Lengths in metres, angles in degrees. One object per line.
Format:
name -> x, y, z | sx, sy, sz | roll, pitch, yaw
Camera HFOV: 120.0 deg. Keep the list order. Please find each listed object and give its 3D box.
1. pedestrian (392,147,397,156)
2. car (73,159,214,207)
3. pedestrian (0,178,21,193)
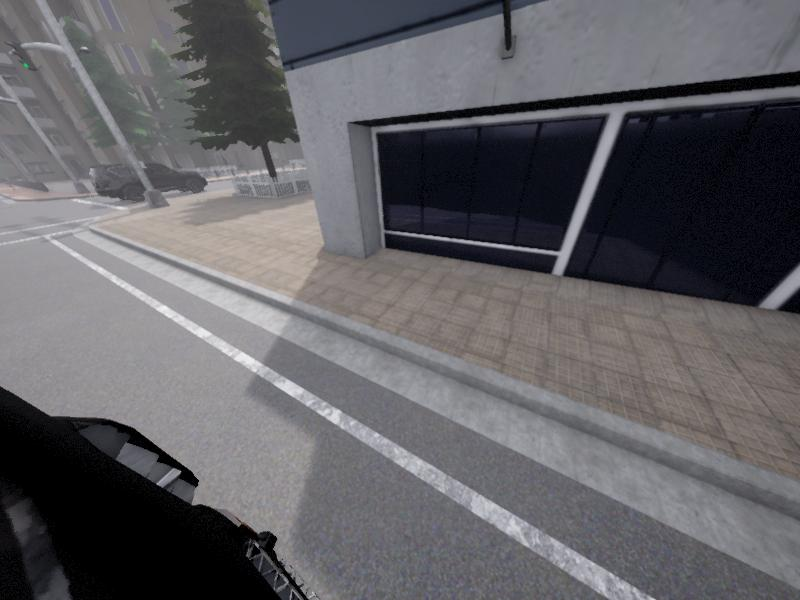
pedestrian -> -1.369, -36.772, 57.270 | 0.751, 1.860, 0.751 | -15, 36, -18
car -> -16.299, -7.923, 15.282 | 2.150, 2.045, 5.566 | 15, 38, 24
pedestrian -> -35.498, -10.390, 20.986 | 0.500, 1.100, 0.500 | -28, 41, -33
